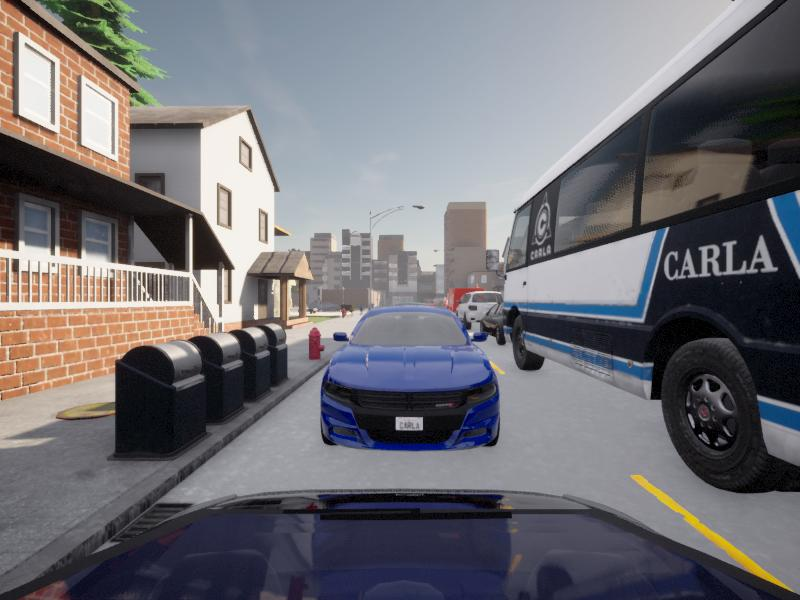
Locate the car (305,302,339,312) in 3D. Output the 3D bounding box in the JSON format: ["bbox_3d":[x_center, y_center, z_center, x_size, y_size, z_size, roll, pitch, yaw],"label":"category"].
[{"bbox_3d":[-10.347,0.907,53.520,4.181,1.385,1.994,0,0,0],"label":"car"}]

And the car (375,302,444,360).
[{"bbox_3d":[0.299,0.844,13.068,1.837,1.490,4.892,0,0,1],"label":"car"}]

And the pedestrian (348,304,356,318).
[{"bbox_3d":[-3.975,0.905,33.193,0.500,1.100,0.500,0,0,25],"label":"pedestrian"}]

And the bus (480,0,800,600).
[{"bbox_3d":[4.014,-0.534,5.575,3.944,4.253,10.273,0,0,1],"label":"bus"}]

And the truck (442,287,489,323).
[{"bbox_3d":[4.794,0.357,30.240,2.627,2.467,5.204,0,0,0],"label":"truck"}]

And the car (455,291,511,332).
[{"bbox_3d":[4.537,0.568,22.777,2.150,2.045,5.566,0,0,1],"label":"car"}]

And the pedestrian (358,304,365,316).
[{"bbox_3d":[-3.494,0.905,36.474,0.500,1.100,0.500,0,0,14],"label":"pedestrian"}]

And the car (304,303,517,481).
[{"bbox_3d":[0.148,0.823,6.037,1.882,1.535,5.008,0,0,1],"label":"car"}]

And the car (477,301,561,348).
[{"bbox_3d":[4.358,0.828,15.497,2.007,1.525,4.514,0,0,1],"label":"car"}]
